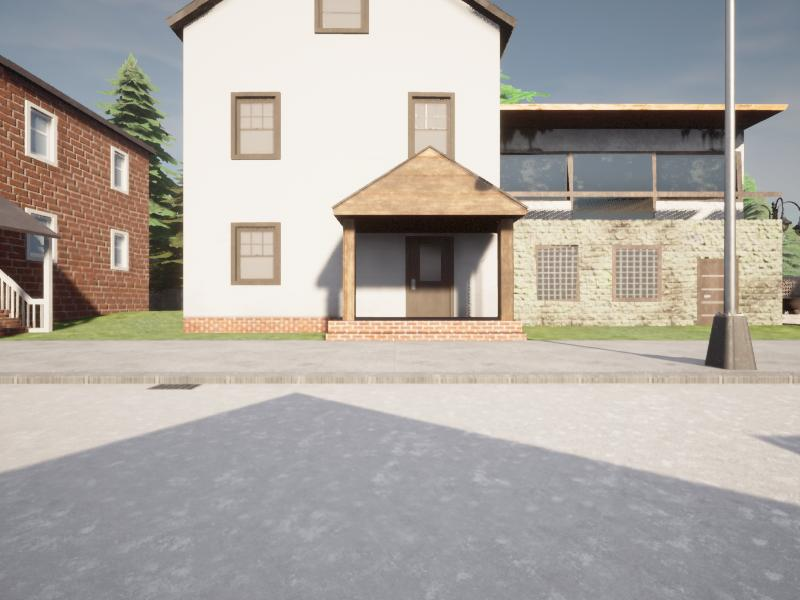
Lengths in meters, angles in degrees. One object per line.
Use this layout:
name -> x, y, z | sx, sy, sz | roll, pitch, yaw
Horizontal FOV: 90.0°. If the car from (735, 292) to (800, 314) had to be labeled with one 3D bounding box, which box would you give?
car -> 26.980, 0.215, 29.319 | 1.789, 1.549, 3.705 | 0, 0, 0
